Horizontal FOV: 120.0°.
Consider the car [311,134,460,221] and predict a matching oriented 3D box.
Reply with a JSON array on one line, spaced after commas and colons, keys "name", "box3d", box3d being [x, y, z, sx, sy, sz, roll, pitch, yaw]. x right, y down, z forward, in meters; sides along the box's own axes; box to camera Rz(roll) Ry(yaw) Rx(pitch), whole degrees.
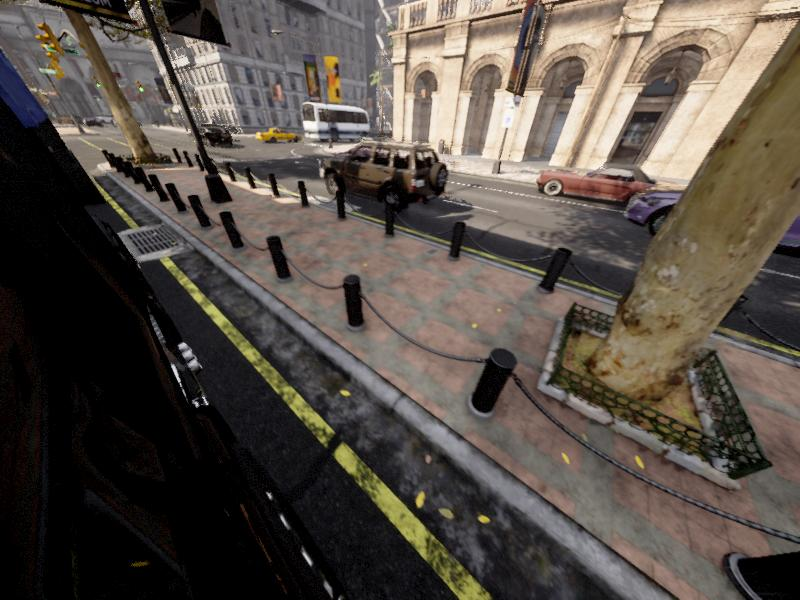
[{"name": "car", "box3d": [-0.660, -4.401, 7.892, 4.605, 1.855, 1.932, 27, 43, 29]}]

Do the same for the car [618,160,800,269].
[{"name": "car", "box3d": [8.860, -2.131, 5.659, 4.856, 1.649, 2.033, 27, 43, 29]}]

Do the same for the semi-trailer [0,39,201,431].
[{"name": "semi-trailer", "box3d": [-8.674, -3.622, 4.251, 14.254, 4.402, 2.717, 28, 44, 30]}]

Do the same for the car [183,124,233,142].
[{"name": "car", "box3d": [-21.579, -18.861, 26.139, 1.789, 1.549, 3.705, 27, 43, 29]}]

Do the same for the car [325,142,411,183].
[{"name": "car", "box3d": [-1.727, -7.429, 12.282, 4.181, 1.385, 1.994, 27, 43, 29]}]

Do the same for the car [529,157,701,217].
[{"name": "car", "box3d": [8.259, -4.806, 9.450, 4.718, 1.301, 1.895, 27, 43, 29]}]

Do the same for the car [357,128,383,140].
[{"name": "car", "box3d": [-5.485, -30.648, 42.708, 2.242, 1.667, 4.611, 27, 43, 29]}]

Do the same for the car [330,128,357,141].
[{"name": "car", "box3d": [-9.371, -27.795, 38.728, 1.851, 1.617, 3.988, 27, 43, 29]}]

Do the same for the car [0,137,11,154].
[{"name": "car", "box3d": [-25.656, -9.111, 12.912, 1.789, 1.549, 3.705, 27, 43, 29]}]

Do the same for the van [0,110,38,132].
[{"name": "van", "box3d": [-47.257, -22.104, 28.485, 4.480, 2.038, 2.069, 27, 43, 29]}]

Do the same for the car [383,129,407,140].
[{"name": "car", "box3d": [-1.036, -33.833, 47.242, 1.930, 1.638, 5.238, 27, 43, 29]}]

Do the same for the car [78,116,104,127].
[{"name": "car", "box3d": [-58.549, -33.809, 43.787, 4.974, 1.542, 2.038, 27, 43, 28]}]

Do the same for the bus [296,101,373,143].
[{"name": "bus", "box3d": [-8.978, -25.833, 33.936, 3.944, 4.253, 10.273, 27, 43, 29]}]

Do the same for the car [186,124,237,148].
[{"name": "car", "box3d": [-18.388, -16.047, 22.512, 5.238, 1.638, 1.930, 27, 43, 29]}]

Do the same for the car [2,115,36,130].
[{"name": "car", "box3d": [-52.318, -24.439, 31.783, 4.674, 1.442, 1.812, 27, 43, 29]}]

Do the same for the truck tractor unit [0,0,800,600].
[{"name": "truck tractor unit", "box3d": [-2.645, -0.295, 0.351, 6.516, 4.208, 3.053, 28, 44, 30]}]

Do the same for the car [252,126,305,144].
[{"name": "car", "box3d": [-14.926, -20.461, 28.650, 1.801, 1.575, 5.366, 29, 45, 31]}]

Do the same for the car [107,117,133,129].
[{"name": "car", "box3d": [-54.130, -34.313, 44.668, 5.027, 1.651, 2.152, 28, 44, 30]}]

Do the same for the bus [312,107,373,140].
[{"name": "bus", "box3d": [-9.915, -31.682, 41.665, 3.944, 4.253, 10.273, 27, 43, 29]}]
